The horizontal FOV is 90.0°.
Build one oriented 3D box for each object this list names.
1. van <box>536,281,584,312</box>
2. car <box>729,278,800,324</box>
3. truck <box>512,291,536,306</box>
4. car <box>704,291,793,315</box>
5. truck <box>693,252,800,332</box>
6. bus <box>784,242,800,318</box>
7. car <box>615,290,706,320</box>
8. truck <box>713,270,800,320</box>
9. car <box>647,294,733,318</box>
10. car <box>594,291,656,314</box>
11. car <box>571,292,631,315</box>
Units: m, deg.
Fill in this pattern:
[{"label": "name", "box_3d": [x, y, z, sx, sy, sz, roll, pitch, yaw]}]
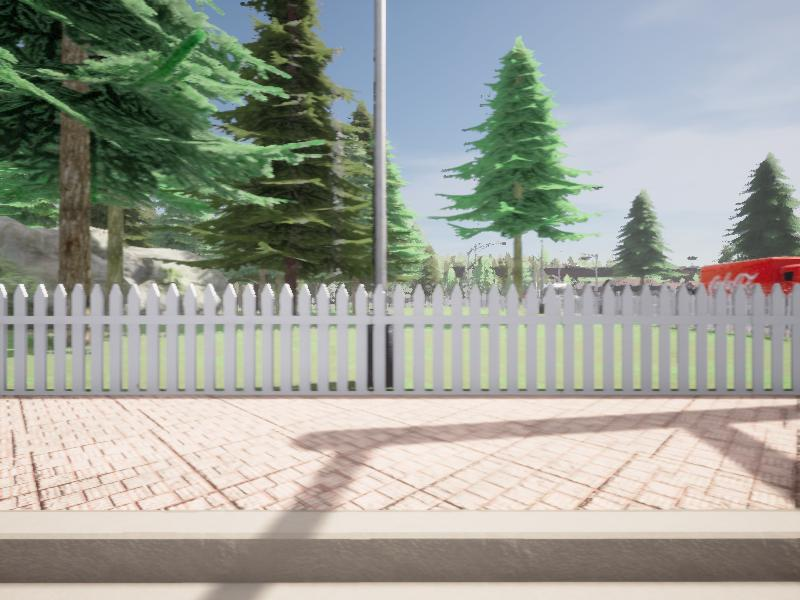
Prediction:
[{"label": "van", "box_3d": [14.222, -0.279, 35.989, 1.988, 2.561, 5.915, 0, 0, 1]}, {"label": "car", "box_3d": [17.312, 0.044, 17.956, 1.905, 1.878, 3.866, 0, 0, 1]}, {"label": "truck", "box_3d": [22.029, -0.247, 71.280, 2.627, 2.467, 5.204, 0, 0, 1]}, {"label": "car", "box_3d": [24.558, 0.199, 28.543, 1.801, 1.575, 5.366, 0, 0, 1]}, {"label": "truck", "box_3d": [13.734, -0.245, 14.421, 2.627, 2.467, 5.204, 0, 0, 1]}, {"label": "bus", "box_3d": [24.200, -1.137, 18.123, 3.944, 4.253, 10.273, 0, 0, 1]}, {"label": "car", "box_3d": [13.900, 0.243, 21.776, 1.837, 1.490, 4.892, 0, 0, 1]}, {"label": "truck", "box_3d": [20.917, -0.245, 22.523, 2.627, 2.467, 5.204, 0, 0, 1]}, {"label": "car", "box_3d": [17.463, 0.342, 24.431, 1.895, 1.301, 4.718, 0, 0, 1]}, {"label": "car", "box_3d": [17.627, 0.179, 31.643, 2.152, 1.651, 5.027, 0, 0, 1]}, {"label": "car", "box_3d": [14.050, 0.243, 28.335, 1.837, 1.490, 4.892, 0, 0, 1]}]
